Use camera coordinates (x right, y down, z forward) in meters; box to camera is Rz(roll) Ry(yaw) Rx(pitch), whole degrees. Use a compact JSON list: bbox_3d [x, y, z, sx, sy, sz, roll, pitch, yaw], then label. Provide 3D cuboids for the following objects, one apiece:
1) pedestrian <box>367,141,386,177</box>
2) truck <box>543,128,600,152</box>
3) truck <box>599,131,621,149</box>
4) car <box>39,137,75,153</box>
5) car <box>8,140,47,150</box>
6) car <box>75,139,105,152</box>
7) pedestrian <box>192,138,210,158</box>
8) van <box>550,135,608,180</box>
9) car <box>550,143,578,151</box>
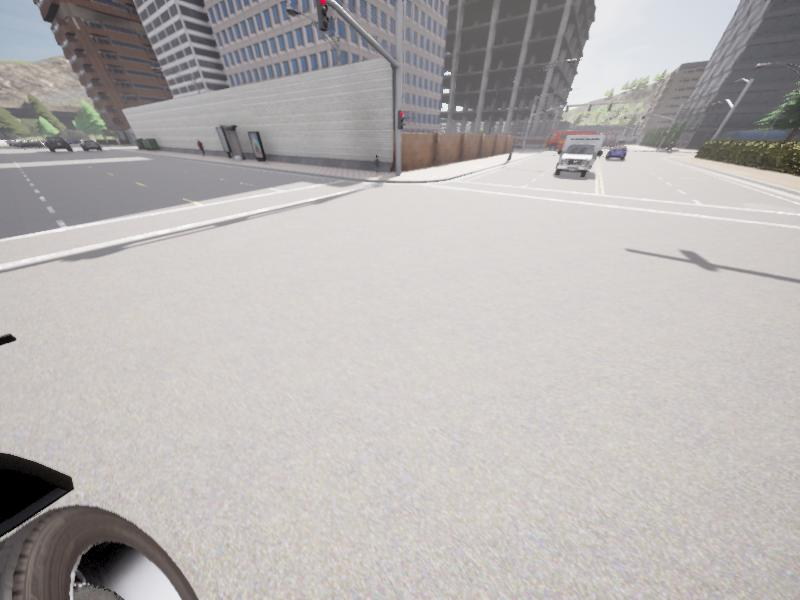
[{"bbox_3d":[-1.431,-8.831,14.448,0.751,1.860,0.751,21,40,26],"label":"pedestrian"},{"bbox_3d":[35.451,-33.326,48.115,8.468,3.827,2.891,21,40,27],"label":"truck"},{"bbox_3d":[56.172,-43.125,62.148,2.891,3.827,8.468,22,41,28],"label":"truck"},{"bbox_3d":[-55.801,-25.338,37.604,5.566,2.045,2.150,22,41,28],"label":"car"},{"bbox_3d":[-73.590,-30.762,45.674,1.789,1.549,3.705,22,41,28],"label":"car"},{"bbox_3d":[-53.734,-26.796,40.033,4.856,1.649,2.033,22,41,28],"label":"car"},{"bbox_3d":[-23.056,-17.648,26.791,0.751,1.860,0.751,25,42,30],"label":"pedestrian"},{"bbox_3d":[13.595,-10.998,17.537,2.351,2.431,6.366,22,41,28],"label":"van"},{"bbox_3d":[36.639,-34.256,51.632,4.718,1.301,1.895,21,40,27],"label":"car"}]
